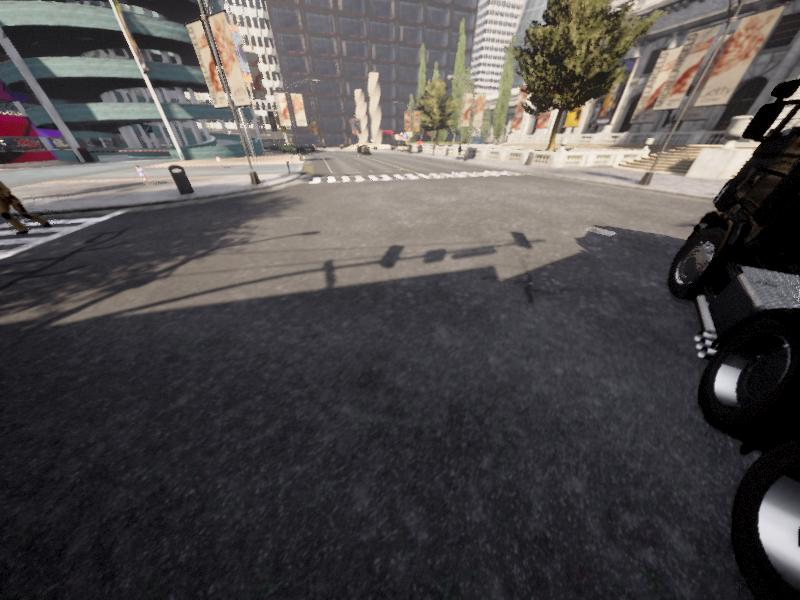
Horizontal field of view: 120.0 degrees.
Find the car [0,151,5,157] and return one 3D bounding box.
[{"bbox_3d":[-63.493,-21.917,33.517,5.566,2.045,2.435,-10,36,-14],"label":"car"}]

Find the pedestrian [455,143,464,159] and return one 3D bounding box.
[{"bbox_3d":[8.524,-21.203,32.887,0.751,1.860,0.751,-7,35,-10],"label":"pedestrian"}]

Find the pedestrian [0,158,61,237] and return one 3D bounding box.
[{"bbox_3d":[-11.060,-2.834,6.447,0.751,1.860,0.751,-8,35,-12],"label":"pedestrian"}]

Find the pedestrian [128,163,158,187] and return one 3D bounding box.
[{"bbox_3d":[-14.119,-6.877,12.706,0.500,1.100,0.500,-4,35,-5],"label":"pedestrian"}]

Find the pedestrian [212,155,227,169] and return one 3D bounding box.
[{"bbox_3d":[-15.988,-12.235,20.474,0.500,1.100,0.500,-5,35,-8],"label":"pedestrian"}]

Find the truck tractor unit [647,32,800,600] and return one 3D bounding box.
[{"bbox_3d":[4.679,-0.596,1.203,3.053,4.208,6.516,26,42,32],"label":"truck tractor unit"}]

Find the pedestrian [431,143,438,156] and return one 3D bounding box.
[{"bbox_3d":[5.635,-24.889,38.226,0.751,1.860,0.751,-10,36,-14],"label":"pedestrian"}]

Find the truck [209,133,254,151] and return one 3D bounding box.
[{"bbox_3d":[-44.340,-41.829,61.234,8.468,3.827,2.891,-2,35,-2],"label":"truck"}]

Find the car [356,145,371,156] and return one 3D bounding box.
[{"bbox_3d":[-7.093,-29.168,44.932,1.851,1.617,3.988,-13,37,-18],"label":"car"}]

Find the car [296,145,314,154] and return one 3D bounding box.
[{"bbox_3d":[-20.076,-31.779,48.723,3.705,1.549,1.789,28,43,33],"label":"car"}]

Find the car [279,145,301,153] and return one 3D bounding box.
[{"bbox_3d":[-26.563,-36.718,55.966,4.514,1.525,2.007,16,38,21],"label":"car"}]
